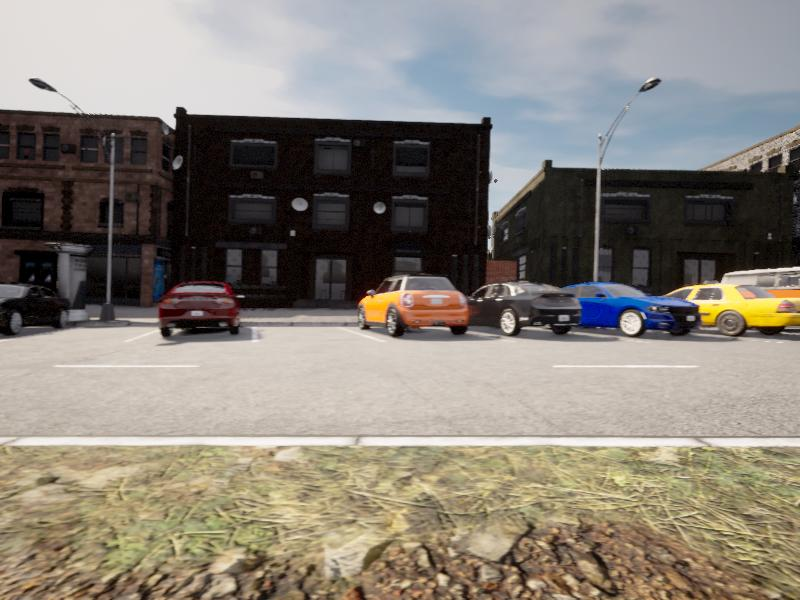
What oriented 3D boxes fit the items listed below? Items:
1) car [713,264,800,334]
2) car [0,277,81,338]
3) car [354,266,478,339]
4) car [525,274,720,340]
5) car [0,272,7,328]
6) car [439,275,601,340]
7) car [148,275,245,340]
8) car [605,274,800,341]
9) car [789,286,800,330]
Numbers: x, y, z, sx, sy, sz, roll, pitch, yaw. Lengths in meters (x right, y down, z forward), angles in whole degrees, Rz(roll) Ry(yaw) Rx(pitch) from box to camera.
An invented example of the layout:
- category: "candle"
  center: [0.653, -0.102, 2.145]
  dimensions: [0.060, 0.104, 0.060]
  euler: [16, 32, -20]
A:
- category: "car"
  center: [12.311, -0.017, 11.866]
  dimensions: [1.878, 1.987, 4.442]
  euler: [1, -1, -19]
- category: "car"
  center: [-11.880, 0.207, 12.069]
  dimensions: [2.097, 1.535, 5.008]
  euler: [1, -1, -21]
- category: "car"
  center: [0.205, 0.083, 12.116]
  dimensions: [2.185, 1.767, 4.553]
  euler: [0, -1, -20]
- category: "car"
  center: [6.244, 0.210, 12.089]
  dimensions: [2.097, 1.535, 5.008]
  euler: [1, -1, -19]
- category: "car"
  center: [-14.887, -0.045, 11.977]
  dimensions: [2.435, 2.045, 5.566]
  euler: [1, -1, -22]
- category: "car"
  center: [3.225, 0.211, 12.104]
  dimensions: [2.231, 1.521, 4.892]
  euler: [0, -1, -20]
- category: "car"
  center: [-5.842, 0.208, 12.131]
  dimensions: [2.097, 1.535, 5.008]
  euler: [0, -1, -21]
- category: "car"
  center: [9.190, 0.210, 12.204]
  dimensions: [1.946, 1.575, 5.366]
  euler: [0, -1, -19]
- category: "car"
  center: [15.269, 0.240, 11.934]
  dimensions: [2.163, 1.488, 4.792]
  euler: [0, -1, -19]
